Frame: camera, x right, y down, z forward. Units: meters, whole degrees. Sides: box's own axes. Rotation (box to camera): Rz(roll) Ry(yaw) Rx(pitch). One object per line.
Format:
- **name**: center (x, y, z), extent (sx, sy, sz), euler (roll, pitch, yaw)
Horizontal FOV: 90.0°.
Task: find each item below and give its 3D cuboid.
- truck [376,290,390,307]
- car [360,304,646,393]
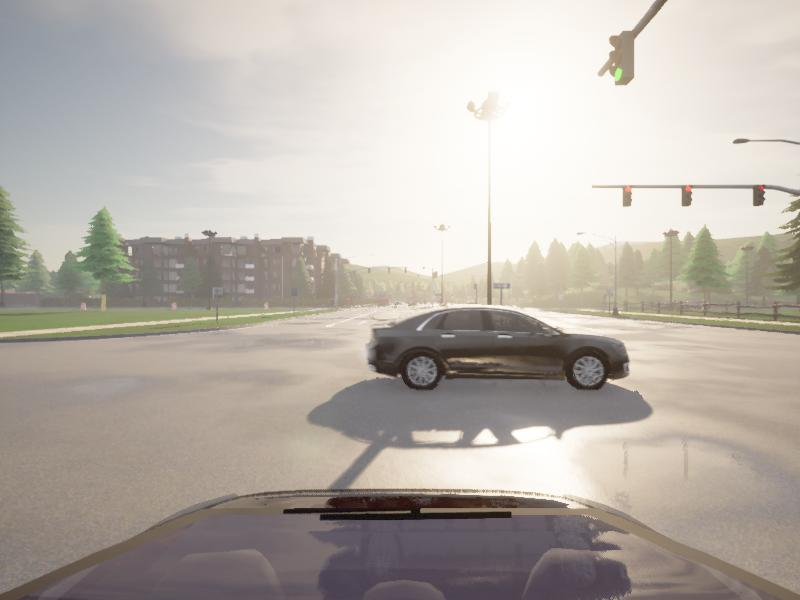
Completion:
- **truck**: center (-3.932, -0.319, 96.990), extent (2.891, 3.827, 8.468), euler (0, 0, 1)
- **car**: center (1.779, 0.846, 7.804), extent (4.892, 1.490, 1.837), euler (0, 0, 1)
